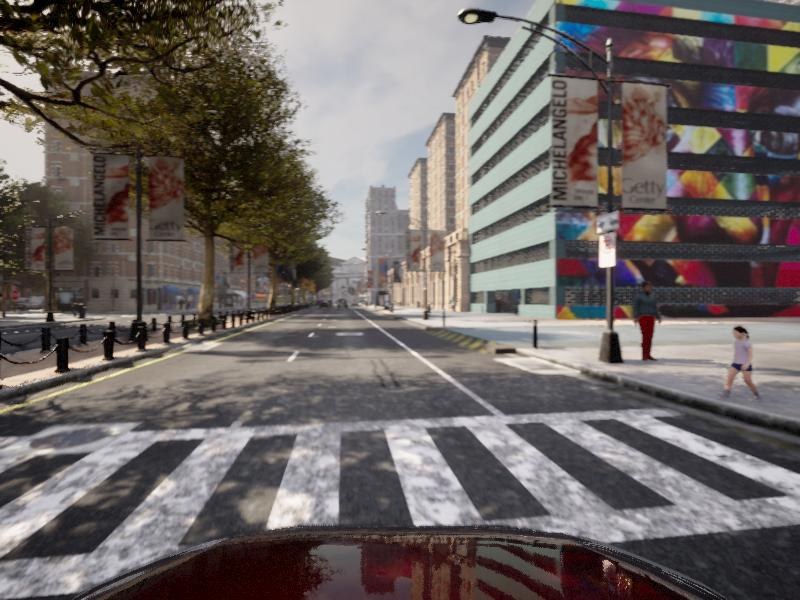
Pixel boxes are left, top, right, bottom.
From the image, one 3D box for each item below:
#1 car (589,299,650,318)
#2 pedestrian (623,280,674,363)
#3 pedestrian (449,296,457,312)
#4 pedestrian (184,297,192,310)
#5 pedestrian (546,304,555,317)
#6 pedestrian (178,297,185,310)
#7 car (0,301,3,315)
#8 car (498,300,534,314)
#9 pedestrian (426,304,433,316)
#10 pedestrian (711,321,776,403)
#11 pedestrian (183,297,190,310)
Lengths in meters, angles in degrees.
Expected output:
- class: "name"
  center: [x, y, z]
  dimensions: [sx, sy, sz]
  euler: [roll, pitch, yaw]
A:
- class: "car"
  center: [18.958, 0.689, 34.888]
  dimensions: [2.128, 1.511, 4.902]
  euler: [0, 0, -9]
- class: "pedestrian"
  center: [5.784, 0.476, 9.350]
  dimensions: [0.751, 1.860, 0.751]
  euler: [0, 0, 3]
- class: "pedestrian"
  center: [6.207, 0.487, 47.107]
  dimensions: [0.751, 1.860, 0.751]
  euler: [0, 0, -15]
- class: "pedestrian"
  center: [-30.655, 0.565, 57.890]
  dimensions: [0.751, 1.860, 0.751]
  euler: [0, 0, -10]
- class: "pedestrian"
  center: [12.668, 0.865, 33.619]
  dimensions: [0.500, 1.100, 0.500]
  euler: [0, 0, -40]
- class: "pedestrian"
  center: [-31.537, 0.566, 57.663]
  dimensions: [0.751, 1.860, 0.751]
  euler: [0, 0, -19]
- class: "car"
  center: [-47.591, 0.933, 44.256]
  dimensions: [5.008, 1.535, 1.882]
  euler: [0, 0, -10]
- class: "car"
  center: [13.165, 0.744, 45.739]
  dimensions: [2.161, 1.482, 4.786]
  euler: [0, 0, -9]
- class: "pedestrian"
  center: [2.572, 0.870, 34.884]
  dimensions: [0.500, 1.100, 0.500]
  euler: [0, 0, -14]
- class: "pedestrian"
  center: [4.887, 0.857, 5.720]
  dimensions: [0.500, 1.100, 0.500]
  euler: [0, 0, 2]
- class: "pedestrian"
  center: [-31.286, 0.566, 58.612]
  dimensions: [0.751, 1.860, 0.751]
  euler: [0, 0, -11]
